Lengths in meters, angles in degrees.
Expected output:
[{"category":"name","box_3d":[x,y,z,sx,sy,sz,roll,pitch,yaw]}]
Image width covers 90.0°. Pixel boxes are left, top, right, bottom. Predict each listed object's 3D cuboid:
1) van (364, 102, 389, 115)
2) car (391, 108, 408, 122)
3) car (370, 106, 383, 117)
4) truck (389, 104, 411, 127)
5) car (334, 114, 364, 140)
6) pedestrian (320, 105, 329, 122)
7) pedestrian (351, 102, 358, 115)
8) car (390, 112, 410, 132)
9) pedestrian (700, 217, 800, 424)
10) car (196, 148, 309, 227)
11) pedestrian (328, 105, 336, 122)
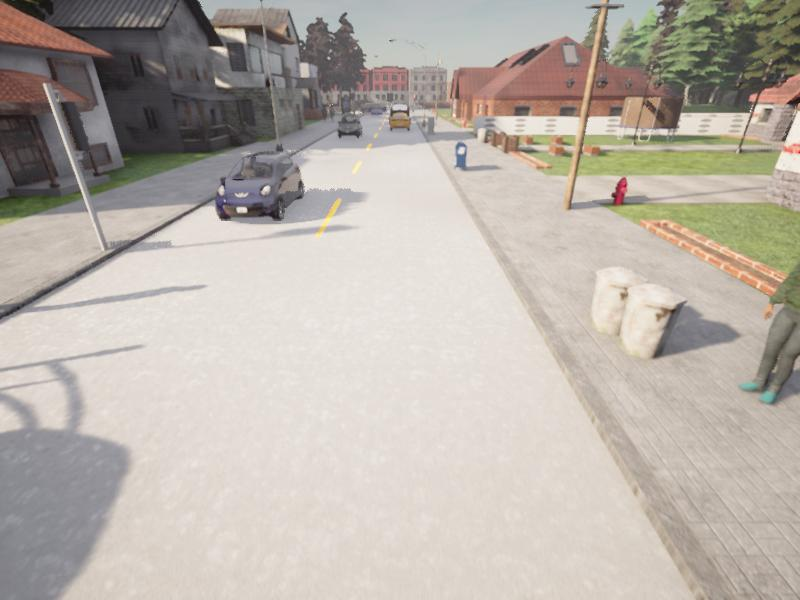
[{"category":"van","box_3d":[-4.438,-36.849,76.935,4.442,1.987,1.775,-15,31,-27]},{"category":"car","box_3d":[-0.024,-24.377,52.611,2.128,1.511,4.902,0,27,0]},{"category":"car","box_3d":[-4.015,-32.599,69.156,2.007,1.525,4.514,0,27,0]},{"category":"truck","box_3d":[-0.014,-21.113,45.591,2.390,2.098,6.274,0,27,0]},{"category":"car","box_3d":[-4.008,-13.998,32.236,1.851,1.617,3.988,0,27,0]},{"category":"pedestrian","box_3d":[-9.105,-22.576,48.436,0.751,1.860,0.751,1,27,1]},{"category":"pedestrian","box_3d":[-7.301,-30.718,64.319,0.751,1.860,0.751,10,29,19]},{"category":"car","box_3d":[-0.008,-17.461,39.073,1.882,1.535,5.008,0,27,0]},{"category":"pedestrian","box_3d":[3.919,0.196,3.945,0.751,1.860,0.751,-7,28,-13]},{"category":"car","box_3d":[-4.001,-3.384,11.590,1.845,1.501,3.633,0,27,0]},{"category":"pedestrian","box_3d":[-8.448,-23.183,49.622,0.751,1.860,0.751,-1,27,-2]}]
